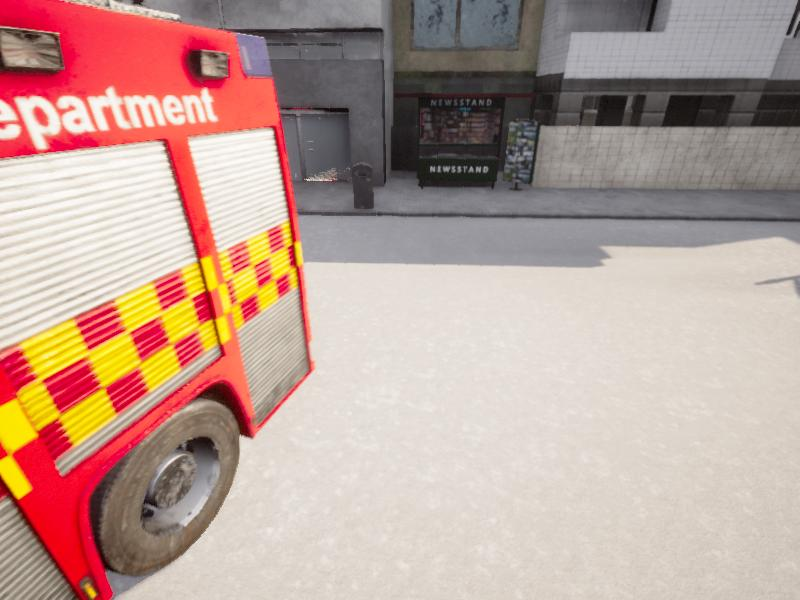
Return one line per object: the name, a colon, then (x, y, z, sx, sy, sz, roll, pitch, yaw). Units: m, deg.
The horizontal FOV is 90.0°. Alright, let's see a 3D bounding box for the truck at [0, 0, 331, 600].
truck: (-3.612, 0.930, 0.575, 2.891, 3.827, 8.468, 9, 29, 18)
